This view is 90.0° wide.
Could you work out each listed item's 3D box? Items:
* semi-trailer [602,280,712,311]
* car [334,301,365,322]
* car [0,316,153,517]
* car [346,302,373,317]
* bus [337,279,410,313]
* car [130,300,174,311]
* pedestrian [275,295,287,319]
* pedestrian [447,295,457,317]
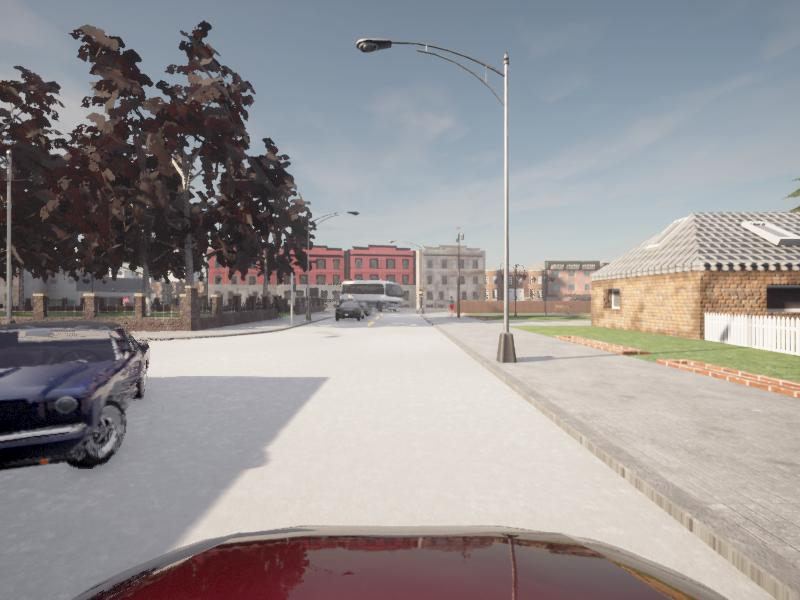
[{"bbox_3d":[37.341,-0.619,58.364,14.254,4.402,2.717,0,0,0],"label":"semi-trailer"},{"bbox_3d":[-3.937,0.823,32.015,1.882,1.535,5.008,0,0,0],"label":"car"},{"bbox_3d":[-4.349,0.944,4.867,1.895,1.301,4.718,0,0,-27],"label":"car"},{"bbox_3d":[-3.869,0.895,39.441,2.033,1.411,5.357,0,0,1],"label":"car"},{"bbox_3d":[-3.848,-0.532,54.901,10.273,4.253,3.944,1,-2,45],"label":"bus"},{"bbox_3d":[-36.081,0.777,58.373,5.238,1.638,1.930,0,0,0],"label":"car"},{"bbox_3d":[-9.213,0.534,30.965,0.751,1.860,0.751,0,0,0],"label":"pedestrian"},{"bbox_3d":[4.505,0.533,34.662,0.751,1.860,0.751,0,0,15],"label":"pedestrian"}]
